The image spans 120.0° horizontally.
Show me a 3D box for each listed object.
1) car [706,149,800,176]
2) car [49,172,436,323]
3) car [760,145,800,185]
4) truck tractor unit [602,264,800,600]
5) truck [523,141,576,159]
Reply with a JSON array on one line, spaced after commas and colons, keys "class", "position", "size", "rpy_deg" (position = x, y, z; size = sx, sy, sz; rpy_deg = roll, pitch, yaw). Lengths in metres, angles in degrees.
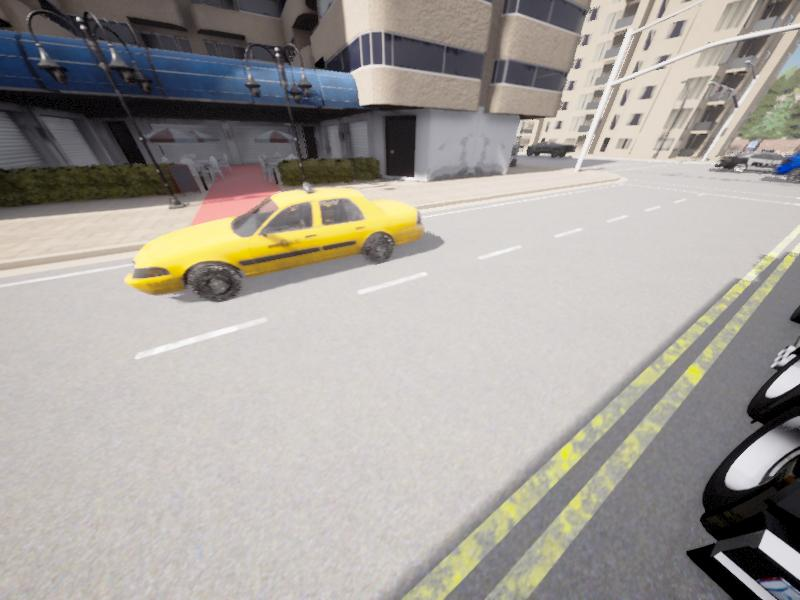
[{"class": "car", "position": [30.573, -11.666, 19.490], "size": [5.238, 1.638, 1.930], "rpy_deg": [15, 38, 19]}, {"class": "car", "position": [-2.032, -1.511, 4.764], "size": [5.366, 1.575, 1.801], "rpy_deg": [-18, 39, -24]}, {"class": "car", "position": [26.811, -7.812, 13.579], "size": [2.150, 2.045, 5.566], "rpy_deg": [-18, 39, -25]}, {"class": "truck tractor unit", "position": [5.117, -0.292, 0.793], "size": [6.516, 4.208, 3.053], "rpy_deg": [-18, 39, -24]}, {"class": "truck", "position": [22.953, -23.374, 35.831], "size": [2.390, 2.098, 6.274], "rpy_deg": [-18, 39, -25]}]
